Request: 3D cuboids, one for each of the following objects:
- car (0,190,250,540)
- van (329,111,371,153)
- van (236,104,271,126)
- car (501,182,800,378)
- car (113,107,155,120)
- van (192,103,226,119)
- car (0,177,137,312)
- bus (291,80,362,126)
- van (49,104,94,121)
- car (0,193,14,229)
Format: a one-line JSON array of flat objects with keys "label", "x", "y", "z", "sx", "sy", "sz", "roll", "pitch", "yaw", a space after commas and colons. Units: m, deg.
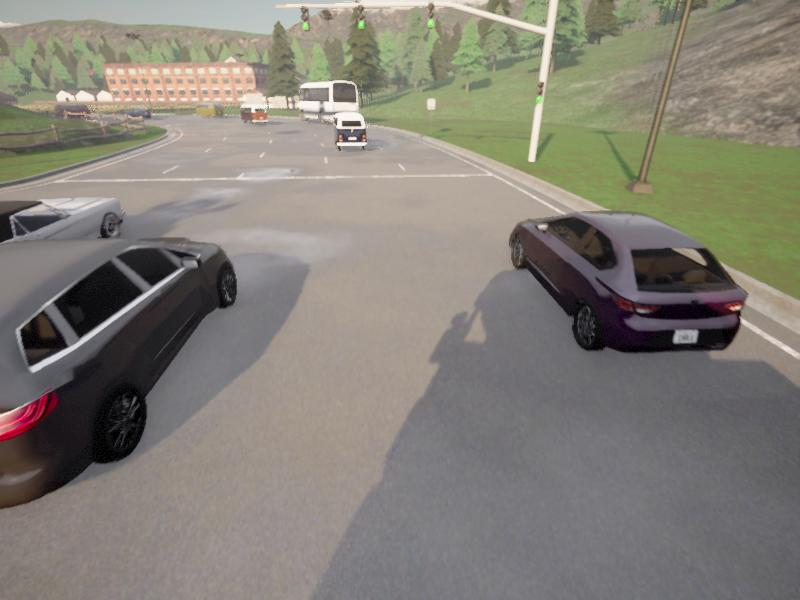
[{"label": "car", "x": -3.687, "y": 0.059, "z": 4.708, "sx": 2.242, "sy": 1.667, "sz": 4.611, "roll": -1, "pitch": 27, "yaw": -3}, {"label": "van", "x": -3.208, "y": -10.620, "z": 25.075, "sx": 2.069, "sy": 2.038, "sz": 4.480, "roll": -5, "pitch": 28, "yaw": -10}, {"label": "van", "x": -16.656, "y": -21.092, "z": 45.510, "sx": 2.069, "sy": 2.038, "sz": 4.480, "roll": -19, "pitch": 33, "yaw": -34}, {"label": "car", "x": 3.180, "y": -0.699, "z": 6.361, "sx": 1.816, "sy": 1.474, "sz": 4.193, "roll": -2, "pitch": 27, "yaw": -3}, {"label": "car", "x": -36.850, "y": -25.868, "z": 55.517, "sx": 4.792, "sy": 1.488, "sz": 2.163, "roll": 10, "pitch": 29, "yaw": 19}, {"label": "van", "x": -27.930, "y": -27.673, "z": 58.422, "sx": 4.442, "sy": 1.987, "sz": 1.775, "roll": 14, "pitch": 30, "yaw": 25}, {"label": "car", "x": -7.404, "y": -1.236, "z": 7.657, "sx": 1.895, "sy": 1.301, "sz": 4.718, "roll": -2, "pitch": 27, "yaw": -4}, {"label": "bus", "x": -8.582, "y": -22.479, "z": 45.738, "sx": 3.944, "sy": 4.253, "sz": 10.273, "roll": -15, "pitch": 31, "yaw": -30}, {"label": "van", "x": -44.560, "y": -25.478, "z": 54.240, "sx": 4.442, "sy": 1.987, "sz": 1.775, "roll": 5, "pitch": 28, "yaw": 10}, {"label": "car", "x": -11.013, "y": -1.932, "z": 8.379, "sx": 1.905, "sy": 1.878, "sz": 3.866, "roll": -2, "pitch": 27, "yaw": -4}]
